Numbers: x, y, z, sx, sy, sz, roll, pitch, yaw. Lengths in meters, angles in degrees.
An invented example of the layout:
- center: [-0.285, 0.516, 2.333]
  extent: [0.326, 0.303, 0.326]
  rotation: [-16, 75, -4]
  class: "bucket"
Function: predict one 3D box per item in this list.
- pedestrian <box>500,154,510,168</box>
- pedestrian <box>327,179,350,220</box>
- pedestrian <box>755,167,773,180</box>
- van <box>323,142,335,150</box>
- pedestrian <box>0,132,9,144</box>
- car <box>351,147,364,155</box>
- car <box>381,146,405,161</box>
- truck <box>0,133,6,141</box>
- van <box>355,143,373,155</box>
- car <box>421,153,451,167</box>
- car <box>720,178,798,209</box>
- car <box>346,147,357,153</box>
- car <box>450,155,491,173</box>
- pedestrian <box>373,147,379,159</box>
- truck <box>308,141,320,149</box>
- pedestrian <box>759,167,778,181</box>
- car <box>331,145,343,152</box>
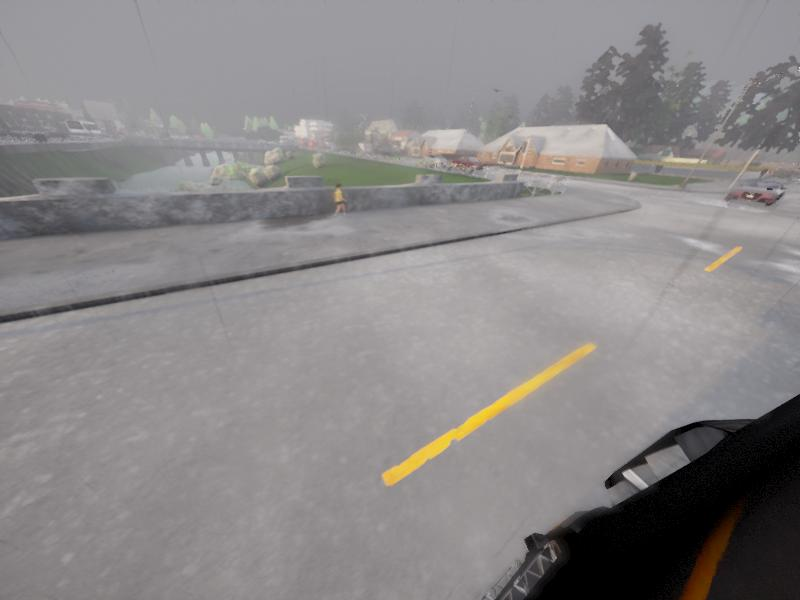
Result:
- center: [15.742, -20.851, 34.666]
  extent: [0.751, 1.860, 0.751]
  rotation: [-22, 41, -33]
  class: "pedestrian"
- center: [-1.976, -3.240, 7.450]
  extent: [0.500, 1.100, 0.500]
  rotation: [-16, 38, -26]
  class: "pedestrian"
- center: [63.500, -22.099, 40.305]
  extent: [0.751, 1.860, 0.751]
  rotation: [-16, 38, -26]
  class: "pedestrian"
- center: [-26.238, -57.186, 85.762]
  extent: [2.351, 2.431, 6.366]
  rotation: [-16, 38, -26]
  class: "van"
- center: [-54.817, -22.329, 31.338]
  extent: [0.751, 1.860, 0.751]
  rotation: [-14, 37, -24]
  class: "pedestrian"
- center: [-10.551, -36.671, 56.870]
  extent: [1.851, 1.617, 3.988]
  rotation: [-16, 38, -26]
  class: "car"
- center: [-1.449, -27.759, 43.768]
  extent: [2.150, 2.045, 5.566]
  rotation: [-16, 38, -26]
  class: "car"
- center: [-68.571, -27.198, 36.030]
  extent: [2.891, 3.827, 8.468]
  rotation: [-16, 38, -26]
  class: "truck"
- center: [-9.655, -40.584, 62.088]
  extent: [2.351, 2.431, 6.366]
  rotation: [-16, 38, -26]
  class: "van"
- center: [5.262, -20.812, 34.317]
  extent: [2.007, 1.525, 4.514]
  rotation: [-16, 38, -26]
  class: "car"
- center: [24.055, -7.232, 15.499]
  extent: [4.181, 1.385, 1.994]
  rotation: [-16, 38, -26]
  class: "car"
- center: [-14.770, -45.287, 69.616]
  extent: [1.816, 1.474, 4.193]
  rotation: [-16, 38, -26]
  class: "car"
- center: [8.792, -17.317, 29.324]
  extent: [1.882, 1.535, 5.008]
  rotation: [-15, 38, -25]
  class: "car"
- center: [-4.226, -26.288, 41.277]
  extent: [0.751, 1.860, 0.751]
  rotation: [18, 36, 21]
  class: "pedestrian"
- center: [-33.039, -59.562, 88.770]
  extent: [2.627, 2.467, 5.204]
  rotation: [-16, 38, -26]
  class: "truck"
- center: [57.977, -19.769, 36.363]
  extent: [0.751, 1.860, 0.751]
  rotation: [-16, 38, -26]
  class: "pedestrian"
- center: [-18.717, -44.840, 68.537]
  extent: [2.038, 1.542, 4.974]
  rotation: [-16, 38, -26]
  class: "car"
